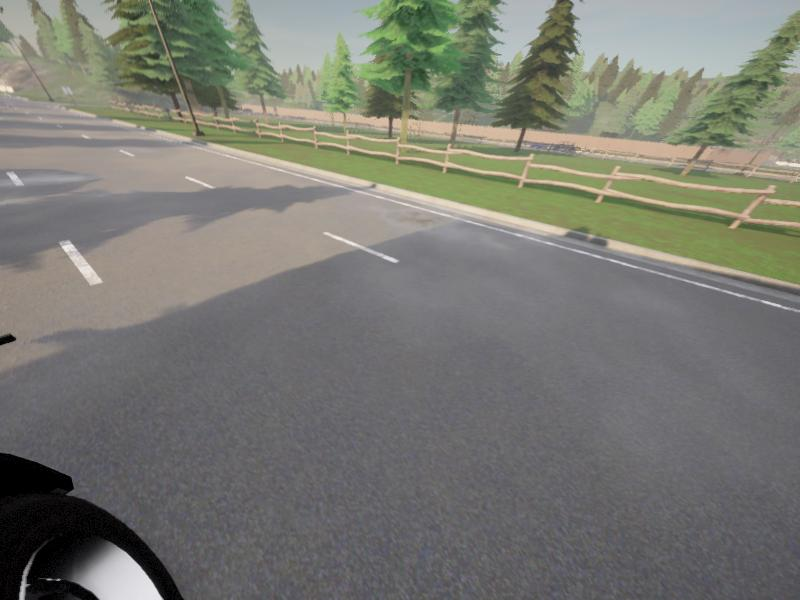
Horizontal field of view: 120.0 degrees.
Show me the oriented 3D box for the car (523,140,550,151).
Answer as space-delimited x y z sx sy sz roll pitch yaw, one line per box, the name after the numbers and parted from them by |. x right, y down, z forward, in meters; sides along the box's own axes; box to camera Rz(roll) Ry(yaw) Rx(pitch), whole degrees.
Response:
26.343 -29.919 44.661 4.181 1.385 1.994 26 42 24 | car

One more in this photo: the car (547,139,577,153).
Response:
33.474 -31.887 47.707 4.605 1.855 1.932 26 42 24 | car
